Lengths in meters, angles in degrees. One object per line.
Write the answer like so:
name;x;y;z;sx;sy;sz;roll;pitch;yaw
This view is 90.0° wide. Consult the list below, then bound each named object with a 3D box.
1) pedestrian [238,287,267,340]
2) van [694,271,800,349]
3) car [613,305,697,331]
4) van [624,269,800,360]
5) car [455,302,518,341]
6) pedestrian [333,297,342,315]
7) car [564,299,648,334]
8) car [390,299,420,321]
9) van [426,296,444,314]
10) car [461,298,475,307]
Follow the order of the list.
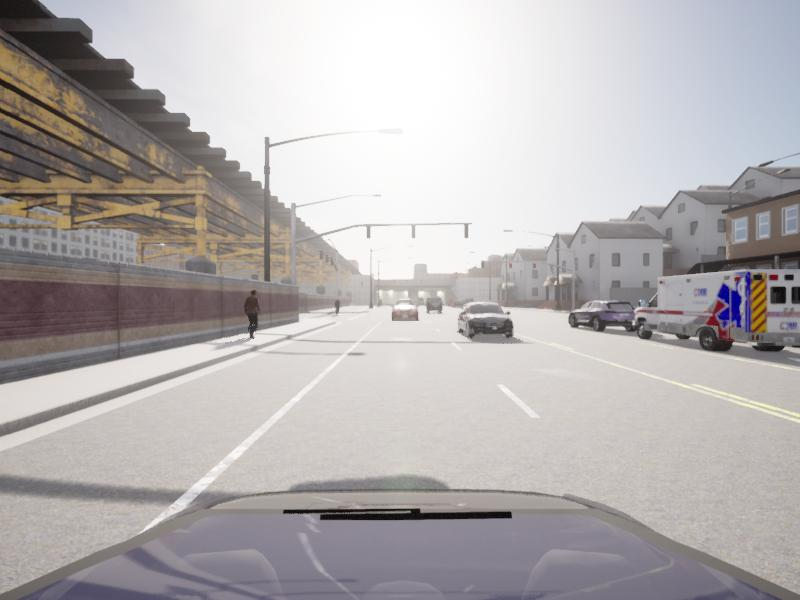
pedestrian;-5.367;0.485;14.601;0.751;1.860;0.751;0;0;8
van;14.186;0.322;15.030;1.988;2.561;5.915;0;0;1
car;14.186;0.944;22.643;1.895;1.301;4.718;0;0;2
van;10.684;0.378;13.842;2.351;2.431;6.366;0;0;1
car;3.734;0.843;18.070;1.837;1.490;4.892;0;0;1
pedestrian;-6.407;0.637;41.153;0.751;1.860;0.751;0;0;1
car;10.773;0.778;21.404;2.033;1.649;4.856;0;0;1
car;0.408;0.756;32.482;2.242;1.667;4.611;0;0;1
van;4.089;0.600;47.490;1.775;1.987;4.442;0;0;1
car;15.089;0.572;88.748;2.150;2.045;5.566;0;0;1
